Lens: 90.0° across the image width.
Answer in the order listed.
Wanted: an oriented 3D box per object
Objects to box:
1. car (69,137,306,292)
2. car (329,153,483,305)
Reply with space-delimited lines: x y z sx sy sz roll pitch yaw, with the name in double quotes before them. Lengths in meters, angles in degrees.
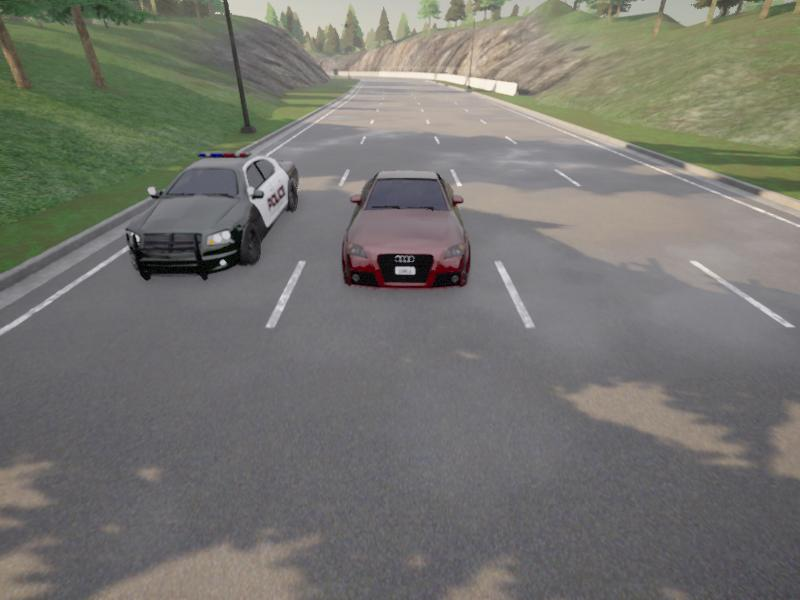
"car" -3.497 -2.054 7.995 2.038 1.542 4.974 0 30 0
"car" 0.127 -1.583 7.352 1.994 1.385 4.181 1 30 1
